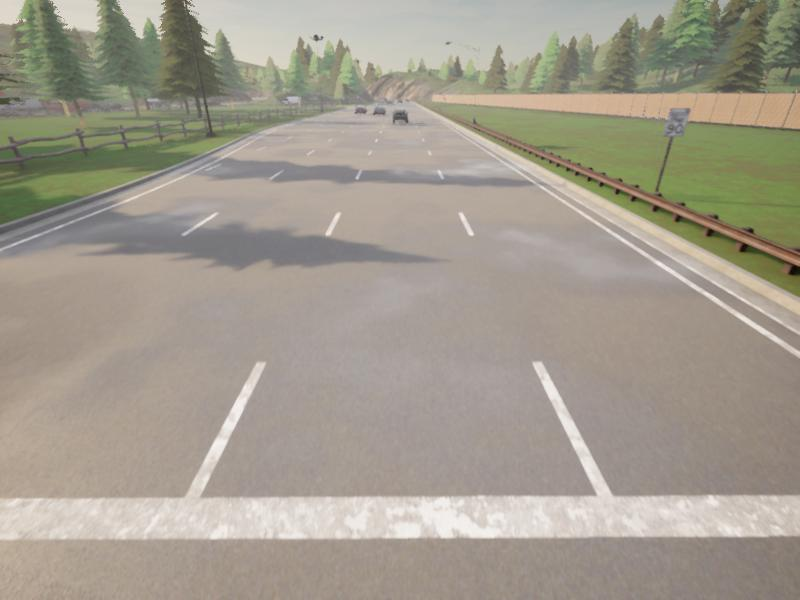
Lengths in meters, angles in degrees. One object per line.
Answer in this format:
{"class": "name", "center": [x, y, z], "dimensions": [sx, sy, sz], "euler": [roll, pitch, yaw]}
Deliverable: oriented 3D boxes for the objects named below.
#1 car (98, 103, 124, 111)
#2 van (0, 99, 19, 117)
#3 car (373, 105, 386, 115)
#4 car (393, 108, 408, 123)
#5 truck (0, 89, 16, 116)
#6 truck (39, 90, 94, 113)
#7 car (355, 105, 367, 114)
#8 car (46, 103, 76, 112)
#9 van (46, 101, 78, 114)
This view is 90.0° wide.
{"class": "car", "center": [-60.993, -40.778, 84.445], "dimensions": [1.837, 1.490, 4.892], "euler": [0, 27, 0]}
{"class": "van", "center": [-61.080, -28.557, 59.570], "dimensions": [2.351, 2.431, 6.366], "euler": [0, 27, 0]}
{"class": "car", "center": [-3.517, -33.054, 69.623], "dimensions": [1.994, 1.385, 4.181], "euler": [0, 27, 0]}
{"class": "car", "center": [0.023, -23.454, 50.785], "dimensions": [1.837, 1.490, 4.892], "euler": [0, 27, 0]}
{"class": "truck", "center": [-64.577, -30.127, 61.097], "dimensions": [2.891, 3.827, 8.468], "euler": [0, 27, 0]}
{"class": "truck", "center": [-64.519, -38.704, 77.837], "dimensions": [2.891, 3.827, 8.468], "euler": [0, 27, 0]}
{"class": "car", "center": [-7.018, -34.593, 72.559], "dimensions": [1.812, 1.442, 4.674], "euler": [0, 27, 0]}
{"class": "car", "center": [-68.007, -38.695, 80.418], "dimensions": [2.007, 1.525, 4.514], "euler": [0, 27, 0]}
{"class": "van", "center": [-61.035, -34.837, 72.319], "dimensions": [1.775, 1.987, 4.442], "euler": [0, 27, 0]}
